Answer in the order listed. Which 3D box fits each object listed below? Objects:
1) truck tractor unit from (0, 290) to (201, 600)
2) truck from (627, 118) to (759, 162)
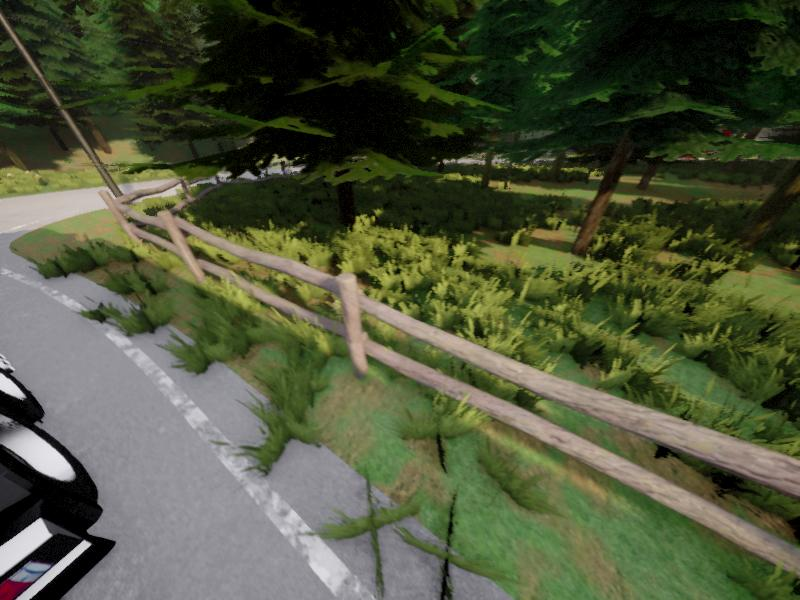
[{"bbox_3d":[-5.155,-0.253,0.721,6.516,4.208,3.053,16,38,22],"label":"truck tractor unit"},{"bbox_3d":[31.820,-17.644,25.694,8.468,3.827,2.891,2,35,4],"label":"truck"}]
